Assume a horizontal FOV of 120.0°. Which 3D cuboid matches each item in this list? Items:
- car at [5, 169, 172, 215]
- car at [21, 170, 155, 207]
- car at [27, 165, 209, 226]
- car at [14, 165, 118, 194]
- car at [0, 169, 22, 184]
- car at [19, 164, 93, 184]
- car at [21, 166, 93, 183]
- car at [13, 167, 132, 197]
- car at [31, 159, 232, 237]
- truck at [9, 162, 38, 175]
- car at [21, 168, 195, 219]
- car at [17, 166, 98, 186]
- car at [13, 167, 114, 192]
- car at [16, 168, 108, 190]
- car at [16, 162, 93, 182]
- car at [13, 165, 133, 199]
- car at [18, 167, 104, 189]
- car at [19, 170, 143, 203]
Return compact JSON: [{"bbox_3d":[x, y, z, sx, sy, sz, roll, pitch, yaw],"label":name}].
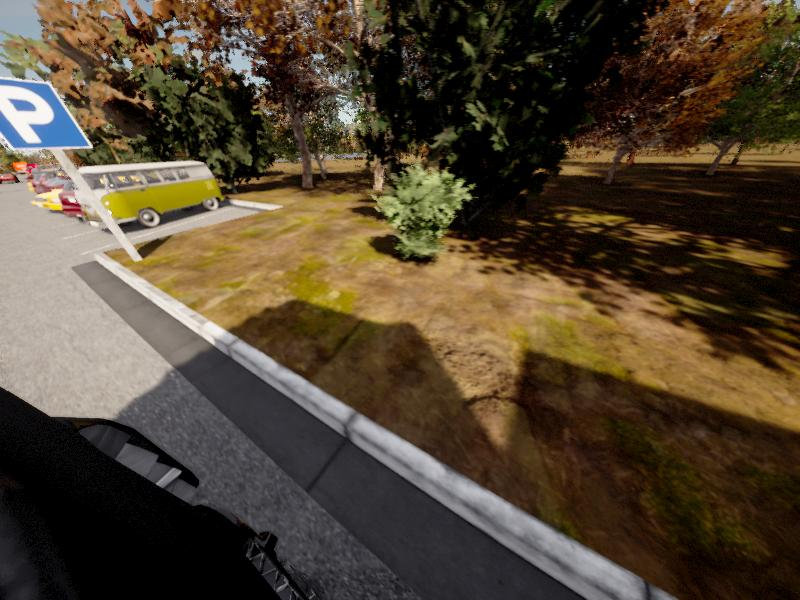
[{"bbox_3d":[-17.089,-6.408,13.310,1.946,1.575,5.366,6,35,12],"label":"car"},{"bbox_3d":[-19.520,-7.296,14.895,2.002,1.452,4.674,6,35,13],"label":"car"},{"bbox_3d":[-12.100,-4.971,10.573,2.185,1.767,4.553,5,34,12],"label":"car"},{"bbox_3d":[-29.290,-10.832,20.597,2.185,1.767,4.553,7,35,14],"label":"car"},{"bbox_3d":[-56.376,-17.618,32.971,3.988,1.617,1.851,21,41,32],"label":"car"},{"bbox_3d":[-43.684,-16.127,29.555,2.185,1.767,4.553,8,35,16],"label":"car"},{"bbox_3d":[-46.039,-16.950,31.184,2.231,1.521,4.892,8,35,16],"label":"car"},{"bbox_3d":[-26.823,-9.957,19.330,1.946,1.575,5.366,6,35,14],"label":"car"},{"bbox_3d":[-9.621,-4.211,9.073,1.878,1.987,4.442,5,34,12],"label":"car"},{"bbox_3d":[-96.193,-33.779,59.141,5.204,2.467,2.627,24,43,33],"label":"truck"},{"bbox_3d":[-14.532,-5.796,12.207,1.946,1.575,5.366,5,34,12],"label":"car"},{"bbox_3d":[-41.301,-15.126,28.114,2.097,1.535,5.008,8,35,15],"label":"car"},{"bbox_3d":[-31.721,-11.575,22.111,2.097,1.535,5.008,7,35,14],"label":"car"},{"bbox_3d":[-34.128,-12.411,23.588,2.163,1.488,4.792,7,35,14],"label":"car"},{"bbox_3d":[-50.761,-19.025,34.171,2.435,2.045,5.566,8,35,16],"label":"car"},{"bbox_3d":[-24.444,-9.091,17.641,2.185,1.767,4.553,6,35,13],"label":"car"},{"bbox_3d":[-36.518,-13.332,25.139,2.163,1.488,4.792,7,35,15],"label":"car"},{"bbox_3d":[-21.980,-8.128,16.318,2.002,1.452,4.674,6,35,13],"label":"car"}]
